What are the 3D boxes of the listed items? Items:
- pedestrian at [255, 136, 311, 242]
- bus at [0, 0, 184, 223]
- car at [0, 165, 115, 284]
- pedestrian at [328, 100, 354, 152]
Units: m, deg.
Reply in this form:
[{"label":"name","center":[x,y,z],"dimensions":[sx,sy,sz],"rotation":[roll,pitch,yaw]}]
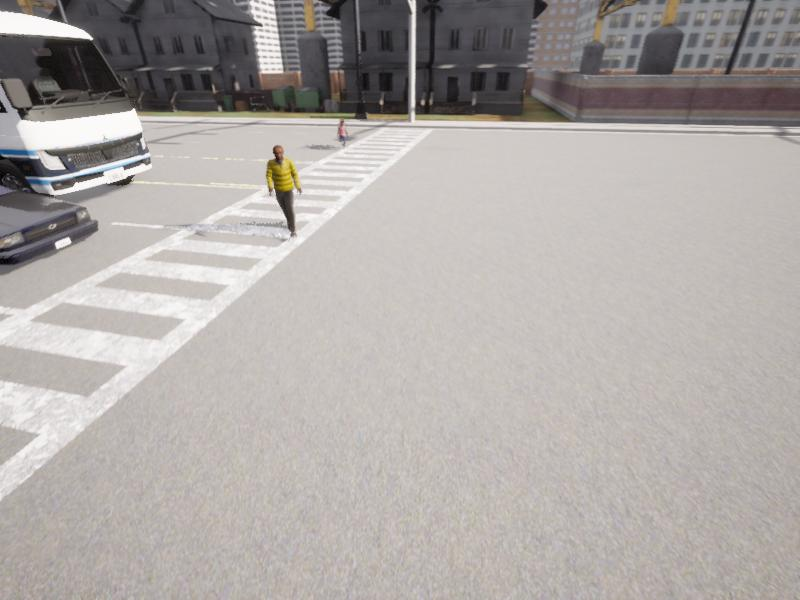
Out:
[{"label":"pedestrian","center":[-2.262,-2.189,7.916],"dimensions":[0.751,1.860,0.751],"rotation":[-6,31,-10]},{"label":"bus","center":[-12.195,-5.084,10.707],"dimensions":[10.273,4.253,3.944],"rotation":[6,31,10]},{"label":"car","center":[-8.754,-1.639,7.588],"dimensions":[5.357,1.411,2.033],"rotation":[6,31,11]},{"label":"pedestrian","center":[-2.387,-7.123,16.362],"dimensions":[0.751,1.860,0.751],"rotation":[2,30,5]}]
